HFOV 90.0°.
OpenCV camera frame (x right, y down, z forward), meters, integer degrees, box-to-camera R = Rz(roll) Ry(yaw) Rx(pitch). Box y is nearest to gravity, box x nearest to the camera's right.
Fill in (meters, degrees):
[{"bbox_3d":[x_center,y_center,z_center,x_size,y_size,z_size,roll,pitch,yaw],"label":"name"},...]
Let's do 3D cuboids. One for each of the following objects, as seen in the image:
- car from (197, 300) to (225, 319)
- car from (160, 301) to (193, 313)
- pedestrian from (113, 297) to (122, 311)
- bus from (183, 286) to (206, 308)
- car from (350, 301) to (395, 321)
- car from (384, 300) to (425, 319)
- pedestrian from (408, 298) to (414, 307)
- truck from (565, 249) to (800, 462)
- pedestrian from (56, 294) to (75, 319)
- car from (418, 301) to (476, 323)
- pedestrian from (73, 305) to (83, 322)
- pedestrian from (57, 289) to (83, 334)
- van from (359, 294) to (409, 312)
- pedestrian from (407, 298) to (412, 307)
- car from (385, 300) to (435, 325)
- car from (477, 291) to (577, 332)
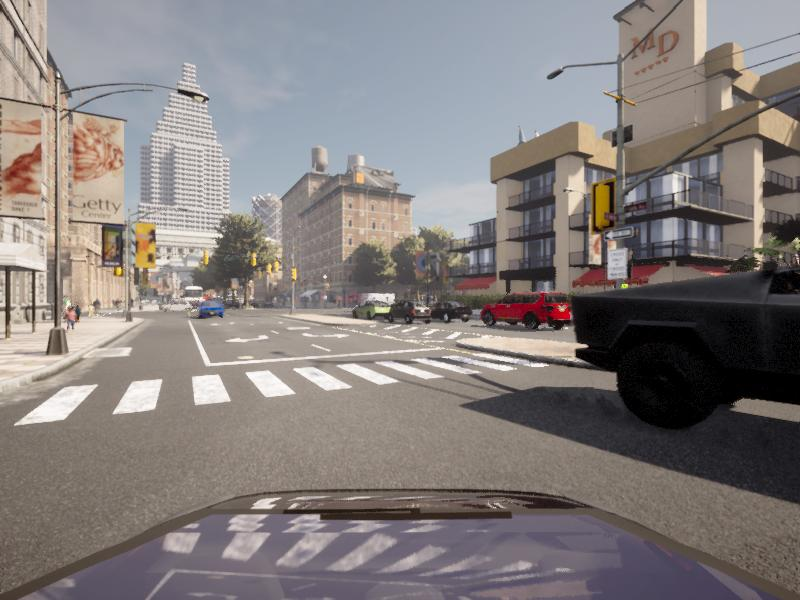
[{"bbox_3d":[-16.799,0.820,35.424,1.882,1.535,5.008,0,0,-29],"label":"car"},{"bbox_3d":[-28.929,0.822,51.773,3.633,1.501,1.845,0,0,-29],"label":"car"},{"bbox_3d":[-37.146,0.553,52.622,0.751,1.860,0.751,0,0,-11],"label":"pedestrian"},{"bbox_3d":[-41.620,-0.544,80.793,3.944,4.253,10.273,0,0,-29],"label":"bus"},{"bbox_3d":[-2.373,0.826,33.059,2.007,1.525,4.514,0,0,-29],"label":"car"},{"bbox_3d":[0.322,0.785,35.429,1.851,1.617,3.988,0,0,-29],"label":"car"},{"bbox_3d":[2.169,0.479,79.373,0.751,1.860,0.751,0,0,36],"label":"pedestrian"},{"bbox_3d":[5.292,0.542,4.150,2.390,2.098,6.274,0,0,-38],"label":"truck"},{"bbox_3d":[-25.069,0.483,29.981,0.751,1.860,0.751,0,0,-4],"label":"pedestrian"},{"bbox_3d":[3.371,0.842,29.881,1.837,1.490,4.892,0,0,-29],"label":"car"},{"bbox_3d":[-21.249,0.863,26.408,0.500,1.100,0.500,0,0,-37],"label":"pedestrian"},{"bbox_3d":[-14.024,0.484,17.034,0.751,1.860,0.751,0,0,-30],"label":"pedestrian"},{"bbox_3d":[-2.177,0.373,54.662,6.366,2.431,2.351,0,0,-29],"label":"van"},{"bbox_3d":[1.887,0.479,79.949,0.751,1.860,0.751,0,0,-33],"label":"pedestrian"},{"bbox_3d":[0.608,0.812,27.642,1.789,1.549,3.705,0,0,-29],"label":"car"},{"bbox_3d":[7.110,0.568,23.118,2.150,2.045,5.566,0,0,-29],"label":"car"}]
